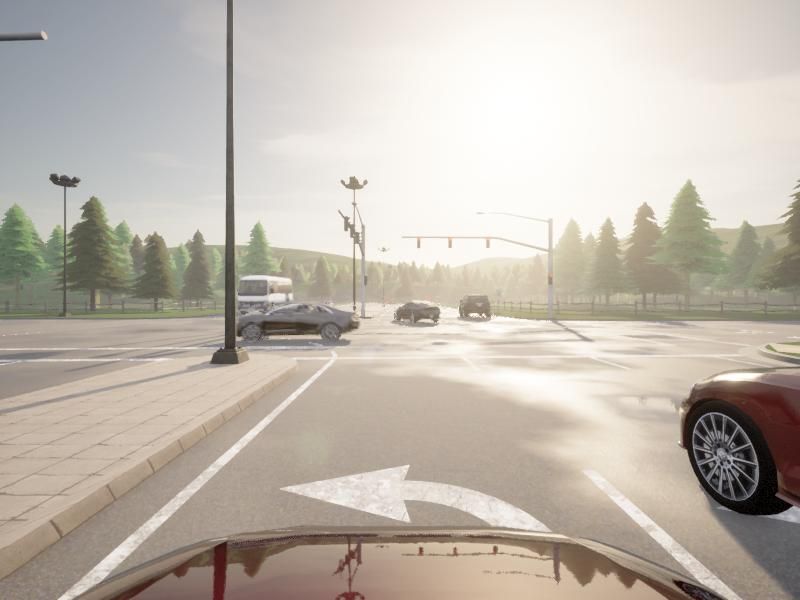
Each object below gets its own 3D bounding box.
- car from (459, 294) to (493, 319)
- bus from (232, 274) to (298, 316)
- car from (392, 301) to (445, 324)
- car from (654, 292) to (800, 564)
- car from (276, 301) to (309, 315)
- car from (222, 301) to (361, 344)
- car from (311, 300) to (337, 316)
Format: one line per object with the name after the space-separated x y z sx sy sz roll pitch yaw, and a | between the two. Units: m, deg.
6.700 0.538 35.968 2.150 2.045 5.566 0 0 1 | car
-14.869 -0.583 45.228 3.944 4.253 10.273 0 1 0 | bus
1.184 0.819 28.538 1.837 1.490 4.892 -1 0 -22 | car
3.500 0.779 1.307 2.152 1.651 5.027 0 0 0 | car
-11.492 0.856 43.183 2.033 1.411 5.357 0 0 0 | car
-4.031 0.823 15.655 4.902 1.511 2.128 0 0 -3 | car
-7.991 0.805 42.564 1.837 1.490 4.892 0 1 0 | car
